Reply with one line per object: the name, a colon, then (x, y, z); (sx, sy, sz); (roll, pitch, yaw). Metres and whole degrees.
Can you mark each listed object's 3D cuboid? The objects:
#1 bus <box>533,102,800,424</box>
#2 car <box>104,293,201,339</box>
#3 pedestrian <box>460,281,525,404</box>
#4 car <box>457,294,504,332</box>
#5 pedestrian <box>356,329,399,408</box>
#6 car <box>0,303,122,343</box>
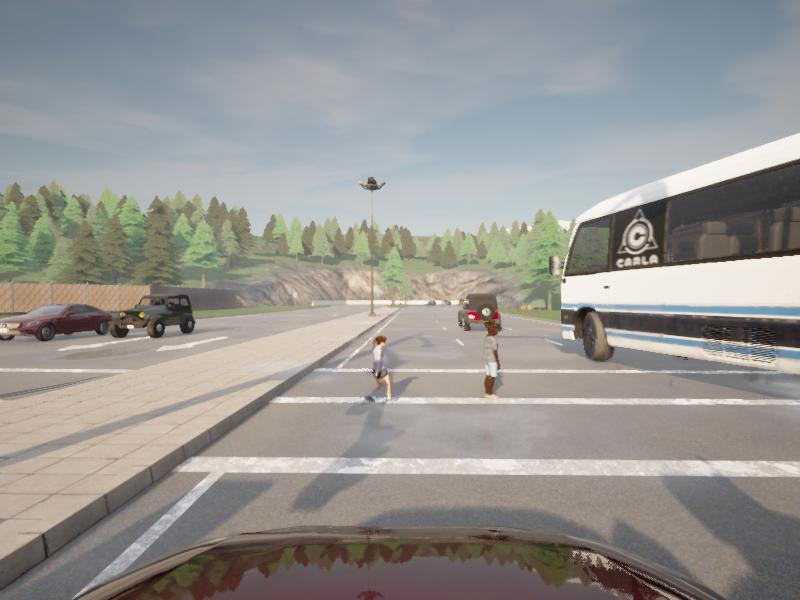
bus: (6.929, -0.529, 7.181); (3.944, 4.253, 10.273); (-1, 0, -11)
car: (-10.909, 0.646, 17.999); (1.905, 1.878, 3.866); (0, 0, 2)
pedestrian: (1.490, 0.637, 6.514); (0.751, 1.860, 0.751); (0, 0, -19)
car: (4.219, 0.646, 21.595); (1.905, 1.878, 3.866); (0, 0, 2)
pedestrian: (-0.349, 1.017, 6.131); (0.500, 1.100, 0.500); (0, 0, -25)
car: (-14.443, 0.870, 17.030); (1.812, 1.442, 4.674); (0, 0, 2)
